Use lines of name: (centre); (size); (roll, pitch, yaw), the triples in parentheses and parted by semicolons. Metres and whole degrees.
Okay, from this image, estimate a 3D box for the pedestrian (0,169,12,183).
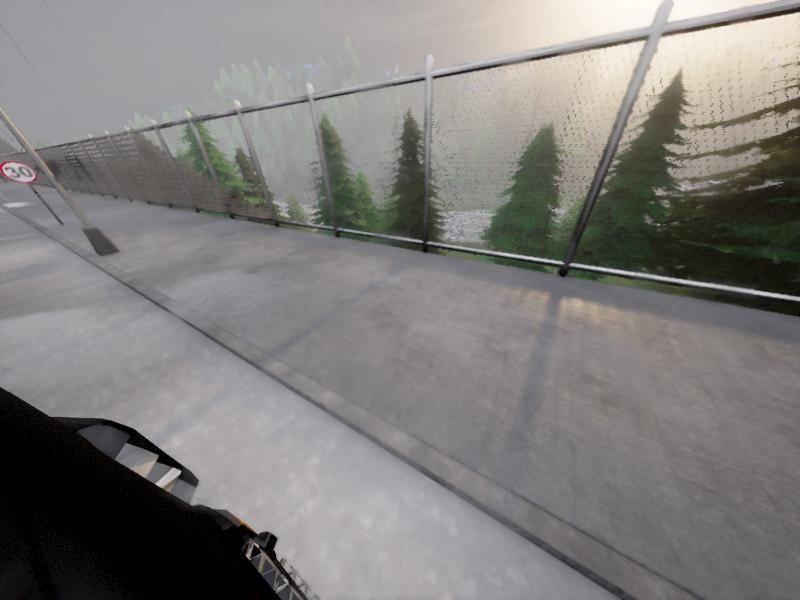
pedestrian: (-57.413, -17.931, 33.212); (0.751, 1.860, 0.751); (18, 38, 28)
